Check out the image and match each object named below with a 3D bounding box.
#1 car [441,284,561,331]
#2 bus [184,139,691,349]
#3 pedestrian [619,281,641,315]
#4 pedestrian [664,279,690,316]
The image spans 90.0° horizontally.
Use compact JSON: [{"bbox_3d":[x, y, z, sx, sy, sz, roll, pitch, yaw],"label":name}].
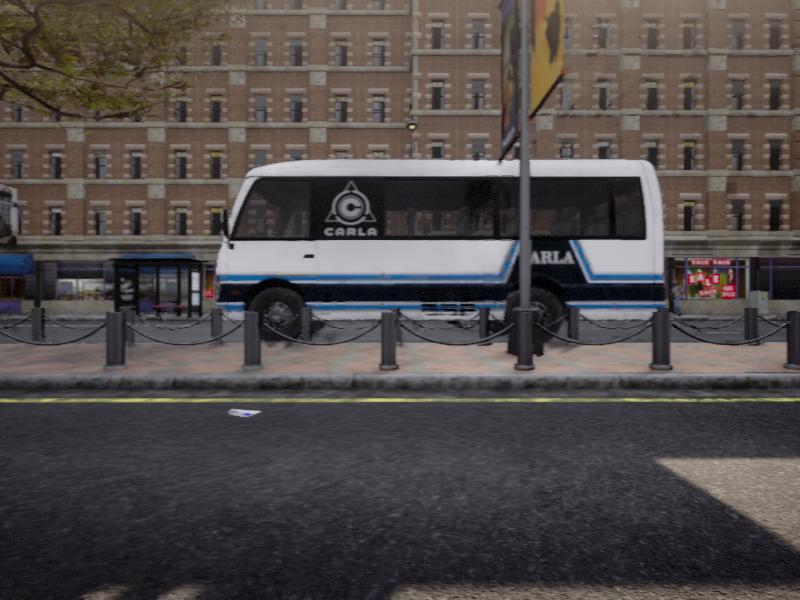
[{"bbox_3d":[3.327,0.226,13.700,3.633,1.501,1.845,0,0,0],"label":"car"},{"bbox_3d":[0.765,-1.135,10.079,10.273,4.253,3.944,0,0,0],"label":"bus"},{"bbox_3d":[13.047,-0.120,22.690,0.751,1.860,0.751,0,0,-6],"label":"pedestrian"},{"bbox_3d":[14.071,-0.121,20.326,0.751,1.860,0.751,0,0,-14],"label":"pedestrian"}]
